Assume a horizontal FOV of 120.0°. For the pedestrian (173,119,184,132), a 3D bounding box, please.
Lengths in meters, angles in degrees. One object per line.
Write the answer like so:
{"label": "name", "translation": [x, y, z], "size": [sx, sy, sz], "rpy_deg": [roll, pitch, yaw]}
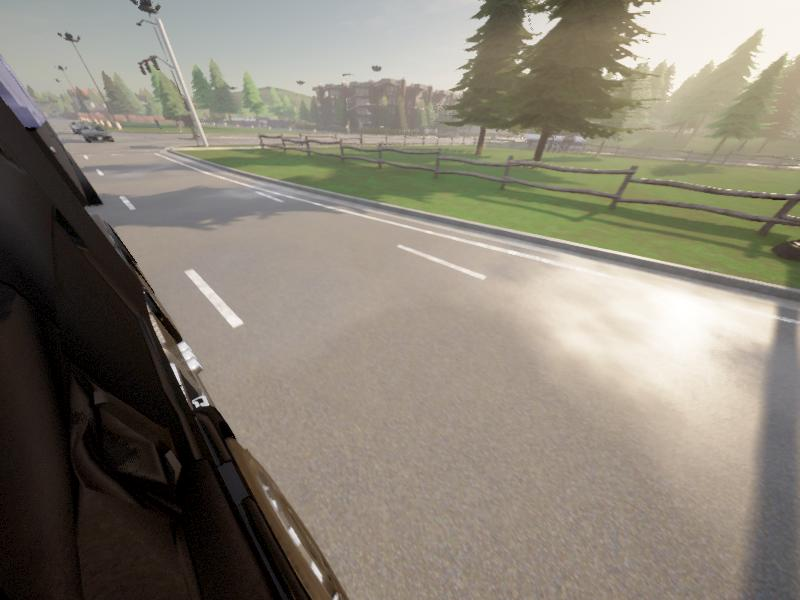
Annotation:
{"label": "pedestrian", "translation": [-40.952, -32.230, 42.685], "size": [0.751, 1.860, 0.751], "rpy_deg": [31, 45, 33]}

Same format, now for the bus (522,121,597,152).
{"label": "bus", "translation": [29.565, -30.771, 43.375], "size": [10.273, 4.253, 3.944], "rpy_deg": [28, 44, 30]}

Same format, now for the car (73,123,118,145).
{"label": "car", "translation": [-28.910, -15.791, 21.910], "size": [4.193, 1.474, 1.816], "rpy_deg": [28, 43, 30]}

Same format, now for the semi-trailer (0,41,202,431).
{"label": "semi-trailer", "translation": [-8.705, -3.583, 4.245], "size": [14.254, 4.402, 2.717], "rpy_deg": [28, 43, 30]}

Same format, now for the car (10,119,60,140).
{"label": "car", "translation": [-37.247, -17.497, 23.661], "size": [4.902, 1.511, 2.128], "rpy_deg": [28, 43, 30]}

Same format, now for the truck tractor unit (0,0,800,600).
{"label": "truck tractor unit", "translation": [-2.645, -0.295, 0.351], "size": [6.516, 4.208, 3.053], "rpy_deg": [28, 44, 30]}

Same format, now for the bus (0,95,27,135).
{"label": "bus", "translation": [-48.354, -21.869, 26.568], "size": [10.273, 4.253, 3.944], "rpy_deg": [28, 43, 30]}

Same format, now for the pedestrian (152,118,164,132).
{"label": "pedestrian", "translation": [-43.219, -31.285, 41.271], "size": [0.751, 1.860, 0.751], "rpy_deg": [-28, 46, -34]}
